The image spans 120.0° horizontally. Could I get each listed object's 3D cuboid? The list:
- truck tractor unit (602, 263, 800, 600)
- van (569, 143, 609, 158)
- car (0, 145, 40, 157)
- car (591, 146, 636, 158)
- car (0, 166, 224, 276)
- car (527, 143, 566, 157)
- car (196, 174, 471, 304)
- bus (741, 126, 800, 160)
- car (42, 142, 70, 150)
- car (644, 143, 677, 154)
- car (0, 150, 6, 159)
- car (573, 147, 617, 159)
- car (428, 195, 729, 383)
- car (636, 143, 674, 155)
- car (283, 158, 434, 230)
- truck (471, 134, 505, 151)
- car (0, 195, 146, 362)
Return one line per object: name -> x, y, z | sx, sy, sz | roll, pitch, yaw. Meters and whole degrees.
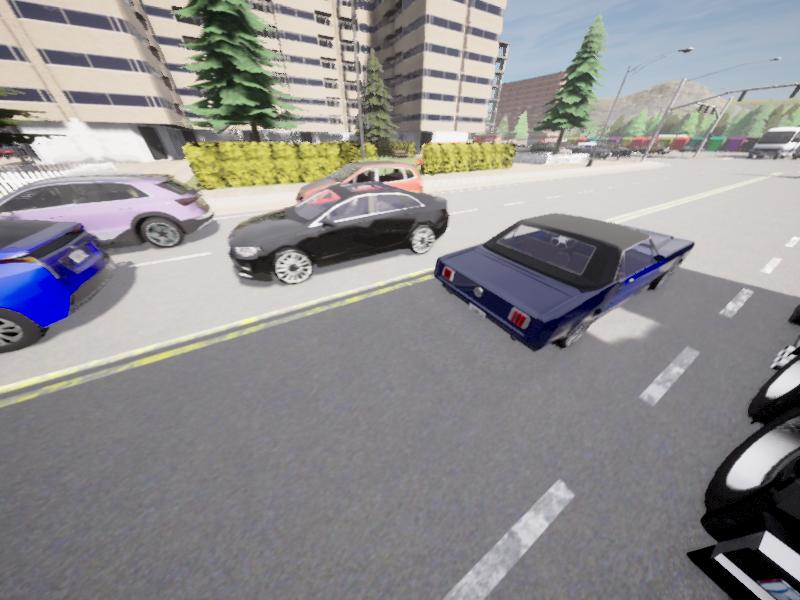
truck tractor unit -> 5.111, -0.297, 0.797 | 6.516, 4.208, 3.053 | -18, 39, -24
van -> 33.080, -26.345, 40.592 | 2.069, 2.038, 4.480 | -18, 39, -25
car -> -57.489, -22.377, 34.679 | 1.994, 1.385, 4.181 | -18, 39, -24
car -> 37.268, -25.974, 40.443 | 1.930, 1.638, 5.238 | -18, 38, -24
car -> -7.469, -2.045, 5.502 | 4.856, 1.649, 2.033 | -18, 39, -24
car -> 27.216, -28.153, 43.148 | 2.150, 2.045, 5.566 | -18, 39, -25
car -> -1.101, -1.763, 5.250 | 4.902, 1.511, 2.128 | -18, 39, -24
bus -> 62.855, -25.904, 38.255 | 10.273, 4.253, 3.944 | -17, 38, -24
car -> -85.879, -38.654, 57.801 | 1.801, 1.575, 5.366 | -18, 39, -24
car -> 54.982, -31.986, 48.801 | 1.905, 1.878, 3.866 | -18, 39, -24
car -> -53.863, -18.820, 29.477 | 1.816, 1.474, 4.193 | -18, 39, -24
car -> 31.399, -23.813, 37.384 | 2.128, 1.511, 4.902 | -18, 39, -25
car -> 2.998, -0.704, 3.944 | 4.718, 1.301, 1.895 | -18, 39, -24
car -> 52.446, -31.203, 47.644 | 1.932, 1.855, 4.605 | -18, 39, -24
car -> -1.376, -4.040, 8.398 | 4.611, 1.667, 2.242 | -18, 39, -25
truck -> 24.146, -43.824, 64.195 | 2.891, 3.827, 8.468 | -18, 39, -25
car -> -6.620, 0.020, 2.614 | 4.514, 1.525, 2.007 | -18, 39, -24
